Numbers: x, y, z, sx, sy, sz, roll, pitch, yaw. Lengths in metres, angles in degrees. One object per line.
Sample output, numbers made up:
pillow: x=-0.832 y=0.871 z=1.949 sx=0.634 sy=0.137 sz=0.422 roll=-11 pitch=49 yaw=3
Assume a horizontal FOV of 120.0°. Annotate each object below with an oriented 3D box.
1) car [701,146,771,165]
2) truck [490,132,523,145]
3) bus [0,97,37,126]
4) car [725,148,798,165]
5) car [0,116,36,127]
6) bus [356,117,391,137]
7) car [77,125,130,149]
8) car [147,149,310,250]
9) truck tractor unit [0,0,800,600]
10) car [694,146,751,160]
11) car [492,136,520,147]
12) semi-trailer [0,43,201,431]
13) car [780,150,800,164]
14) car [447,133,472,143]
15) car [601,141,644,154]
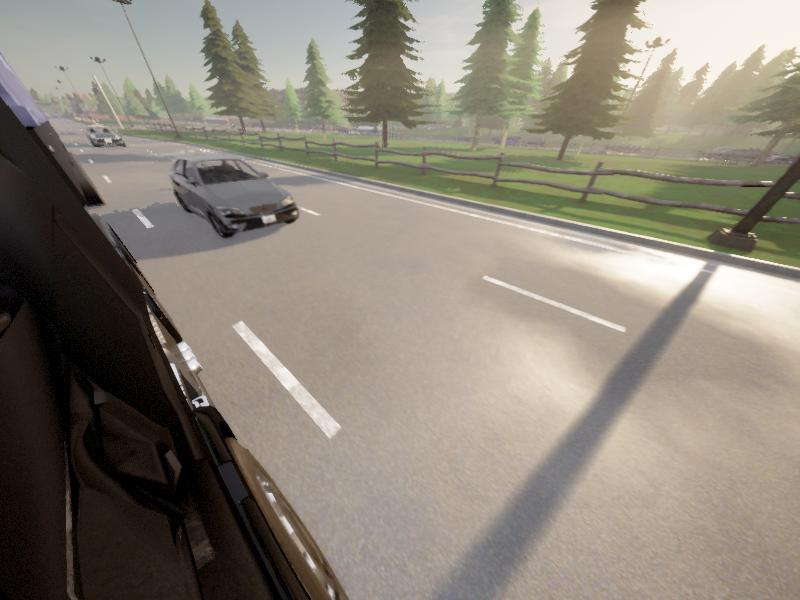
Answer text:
car: x=44.224 y=-19.242 z=30.659 sx=4.856 sy=1.649 sz=2.033 roll=28 pitch=44 yaw=30
truck: x=24.925 y=-37.959 z=54.309 sx=6.274 sy=2.098 sz=2.390 roll=28 pitch=44 yaw=30
bus: x=-79.786 y=-38.596 z=47.385 sx=10.273 sy=4.253 sz=3.944 roll=28 pitch=44 yaw=30
car: x=48.749 y=-19.526 z=31.382 sx=4.974 sy=1.542 sz=2.038 roll=28 pitch=44 yaw=30
car: x=-72.886 y=-33.563 z=43.339 sx=2.163 sy=1.488 sz=4.792 roll=28 pitch=44 yaw=31
bus: x=-7.775 y=-50.725 z=67.790 sx=10.273 sy=4.253 sz=3.944 roll=28 pitch=44 yaw=30
car: x=-24.889 y=-13.702 z=19.399 sx=3.806 sy=1.475 sz=1.970 roll=28 pitch=44 yaw=30
car: x=-4.508 y=-2.887 z=6.035 sx=4.193 sy=1.474 sz=1.816 roll=28 pitch=44 yaw=30
truck tractor unit: x=-2.645 y=-0.295 z=0.351 sx=6.516 sy=4.208 sz=3.053 roll=28 pitch=44 yaw=30
car: x=51.372 y=-23.614 z=37.008 sx=4.974 sy=1.542 sz=2.038 roll=28 pitch=44 yaw=30
car: x=21.025 y=-31.588 z=46.007 sx=4.514 sy=1.525 sz=2.007 roll=28 pitch=44 yaw=30
semi-trailer: x=-8.698 y=-3.583 z=4.259 sx=14.254 sy=4.402 sz=2.717 roll=28 pitch=44 yaw=30
car: x=58.399 y=-19.856 z=32.371 sx=5.008 sy=1.535 sz=1.882 roll=28 pitch=44 yaw=30
car: x=13.857 y=-38.200 z=54.385 sx=5.238 sy=1.638 sz=1.930 roll=28 pitch=44 yaw=30
car: x=39.513 y=-27.242 z=41.128 sx=5.238 sy=1.638 sz=1.930 roll=28 pitch=44 yaw=30
